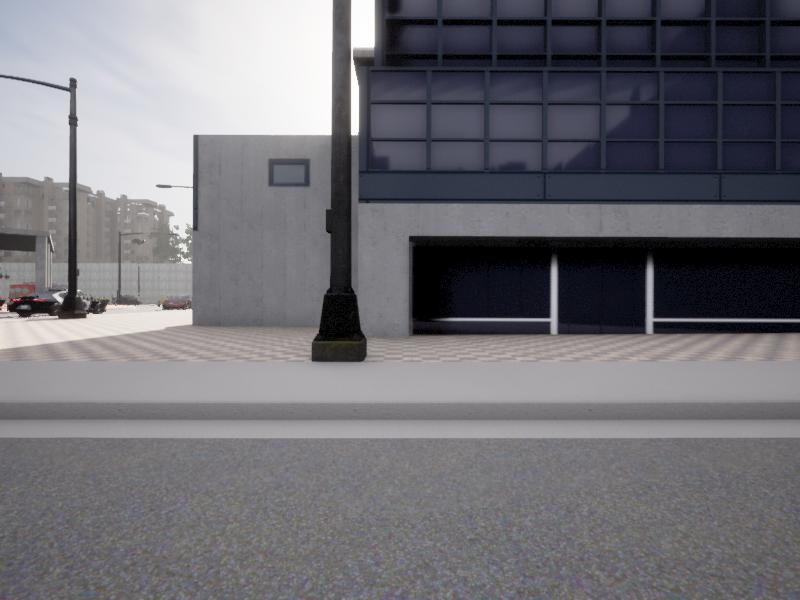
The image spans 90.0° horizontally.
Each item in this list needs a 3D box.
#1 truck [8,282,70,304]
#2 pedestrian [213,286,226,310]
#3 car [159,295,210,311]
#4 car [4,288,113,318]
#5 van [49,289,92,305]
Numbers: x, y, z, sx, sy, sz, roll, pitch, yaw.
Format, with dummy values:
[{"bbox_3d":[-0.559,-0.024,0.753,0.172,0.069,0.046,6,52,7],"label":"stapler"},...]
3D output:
[{"bbox_3d":[-63.288,-1.211,70.258,8.468,3.827,2.891,0,0,2],"label":"truck"},{"bbox_3d":[-13.957,-0.147,30.971,0.751,1.860,0.751,0,0,-13],"label":"pedestrian"},{"bbox_3d":[-18.863,0.245,35.292,1.994,1.385,4.181,0,0,5],"label":"car"},{"bbox_3d":[-19.412,0.167,23.146,2.038,1.542,4.974,0,0,0],"label":"car"},{"bbox_3d":[-54.351,-0.542,66.080,5.915,2.561,1.988,0,0,8],"label":"van"}]
